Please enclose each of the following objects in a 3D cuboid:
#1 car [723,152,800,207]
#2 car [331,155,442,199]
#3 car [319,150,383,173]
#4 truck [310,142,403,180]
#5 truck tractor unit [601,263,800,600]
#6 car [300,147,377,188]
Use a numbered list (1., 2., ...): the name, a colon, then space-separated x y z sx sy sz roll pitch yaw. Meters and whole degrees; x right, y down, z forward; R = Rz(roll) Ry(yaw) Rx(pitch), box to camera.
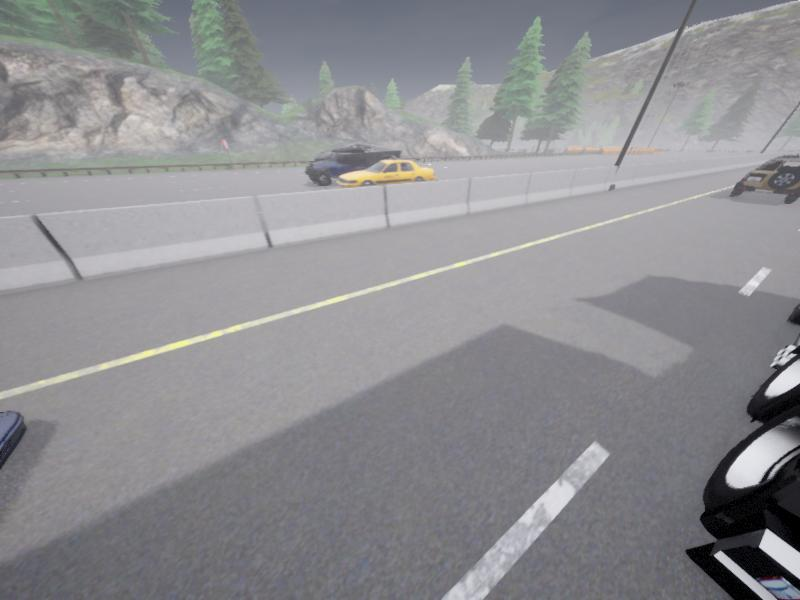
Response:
1. car: 18.591 -6.002 11.232 4.605 1.855 1.932 -18 39 -24
2. car: -0.581 -6.586 12.112 5.366 1.575 1.801 -18 39 -24
3. car: -4.243 -12.287 20.340 4.902 1.511 2.128 -18 39 -24
4. truck: -3.093 -10.595 17.403 6.274 2.098 2.390 -18 39 -25
5. truck tractor unit: 5.118 -0.289 0.789 6.516 4.208 3.053 -18 39 -24
6. car: -3.607 -8.037 13.897 3.866 1.878 1.905 -18 39 -25
